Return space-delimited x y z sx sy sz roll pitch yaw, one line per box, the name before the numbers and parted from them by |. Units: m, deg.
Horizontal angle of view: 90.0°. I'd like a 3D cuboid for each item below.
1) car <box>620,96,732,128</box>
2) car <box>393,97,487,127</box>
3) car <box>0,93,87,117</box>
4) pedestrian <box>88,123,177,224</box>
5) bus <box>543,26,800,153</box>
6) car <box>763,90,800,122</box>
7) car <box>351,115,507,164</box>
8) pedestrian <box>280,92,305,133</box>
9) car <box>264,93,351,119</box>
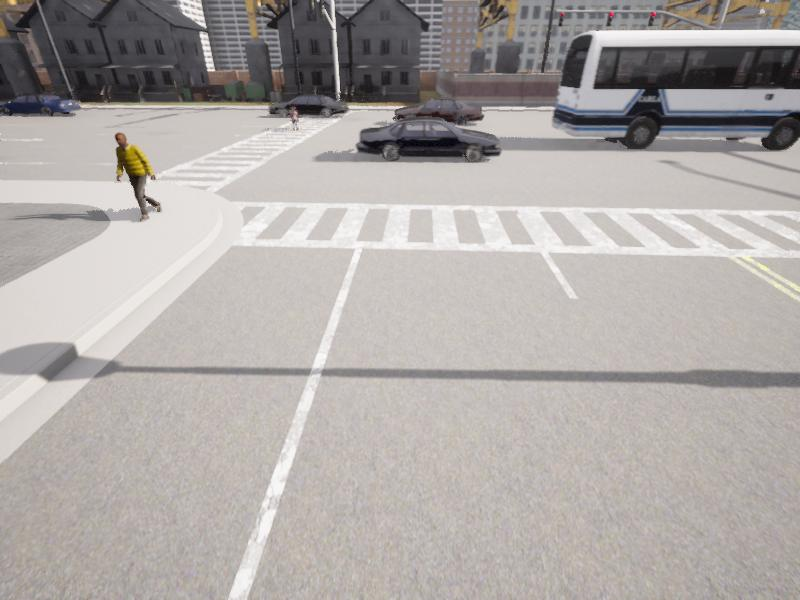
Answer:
car | 15.984 -11.039 23.435 4.892 1.490 1.837 2 30 2
car | 2.307 -11.333 24.033 5.357 1.411 2.033 1 30 2
car | -25.666 -13.784 28.228 5.357 1.411 2.033 1 30 2
pedestrian | -5.476 -2.624 8.319 0.751 1.860 0.751 5 31 8
bus | 12.144 -8.851 16.955 10.273 4.253 3.944 1 30 2
car | 27.132 -12.611 25.948 4.611 1.667 2.242 1 30 2
car | 1.039 -6.059 15.004 5.357 1.411 2.033 1 30 2
pedestrian | -5.591 -9.839 20.965 0.751 1.860 0.751 9 31 15
car | -6.203 -13.308 27.414 5.357 1.411 2.033 1 30 2
